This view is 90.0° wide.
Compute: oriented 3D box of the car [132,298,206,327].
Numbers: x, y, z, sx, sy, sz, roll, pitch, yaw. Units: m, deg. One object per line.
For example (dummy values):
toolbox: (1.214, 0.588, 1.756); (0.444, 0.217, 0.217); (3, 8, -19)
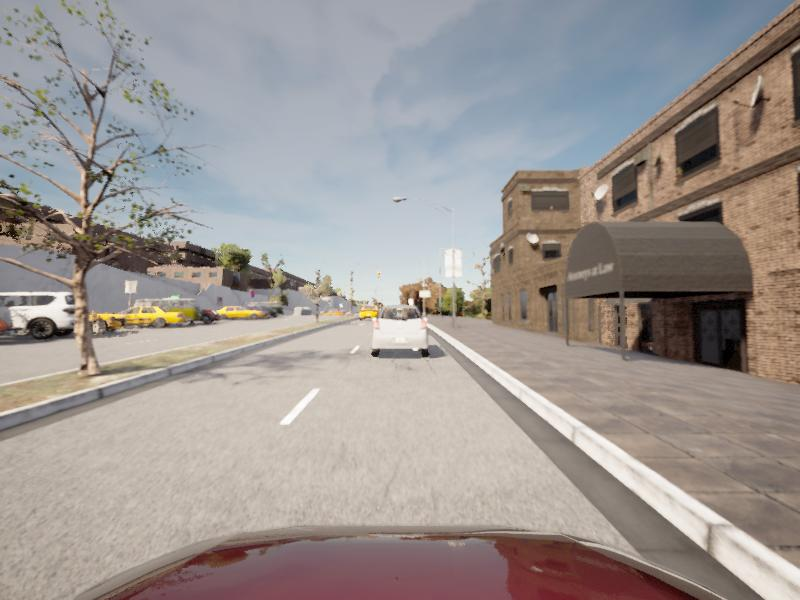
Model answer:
car: (-16.853, 0.890, 29.395); (4.442, 1.987, 1.878); (0, -1, -20)

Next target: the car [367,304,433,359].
car: (-0.001, 0.893, 12.929); (1.845, 1.501, 3.633); (0, 0, 0)

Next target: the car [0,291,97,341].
car: (-16.989, 0.688, 17.428); (5.566, 2.045, 2.435); (-1, 0, -20)

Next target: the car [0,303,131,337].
car: (-16.965, 0.980, 20.416); (5.008, 1.535, 2.097); (0, -1, -20)

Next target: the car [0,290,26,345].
car: (-16.857, 0.680, 14.505); (4.442, 1.987, 1.878); (-1, -1, -20)

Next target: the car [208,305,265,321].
car: (-16.780, 1.299, 41.326); (5.366, 1.575, 1.946); (0, -1, -20)

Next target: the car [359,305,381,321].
car: (-3.010, 1.293, 41.145); (1.882, 1.535, 5.008); (0, -1, 0)

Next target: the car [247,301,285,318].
car: (-16.844, 1.217, 50.240); (4.442, 1.987, 1.878); (0, -1, -20)

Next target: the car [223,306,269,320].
car: (-16.955, 1.391, 44.239); (4.674, 1.452, 2.002); (0, -1, -20)

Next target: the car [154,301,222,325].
car: (-16.988, 1.038, 32.319); (4.553, 1.767, 2.185); (0, -1, -20)

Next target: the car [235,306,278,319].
car: (-16.946, 1.437, 47.212); (4.674, 1.452, 2.002); (0, -1, -20)

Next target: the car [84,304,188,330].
car: (-17.131, 1.068, 26.302); (5.366, 1.575, 1.946); (0, -1, -20)
